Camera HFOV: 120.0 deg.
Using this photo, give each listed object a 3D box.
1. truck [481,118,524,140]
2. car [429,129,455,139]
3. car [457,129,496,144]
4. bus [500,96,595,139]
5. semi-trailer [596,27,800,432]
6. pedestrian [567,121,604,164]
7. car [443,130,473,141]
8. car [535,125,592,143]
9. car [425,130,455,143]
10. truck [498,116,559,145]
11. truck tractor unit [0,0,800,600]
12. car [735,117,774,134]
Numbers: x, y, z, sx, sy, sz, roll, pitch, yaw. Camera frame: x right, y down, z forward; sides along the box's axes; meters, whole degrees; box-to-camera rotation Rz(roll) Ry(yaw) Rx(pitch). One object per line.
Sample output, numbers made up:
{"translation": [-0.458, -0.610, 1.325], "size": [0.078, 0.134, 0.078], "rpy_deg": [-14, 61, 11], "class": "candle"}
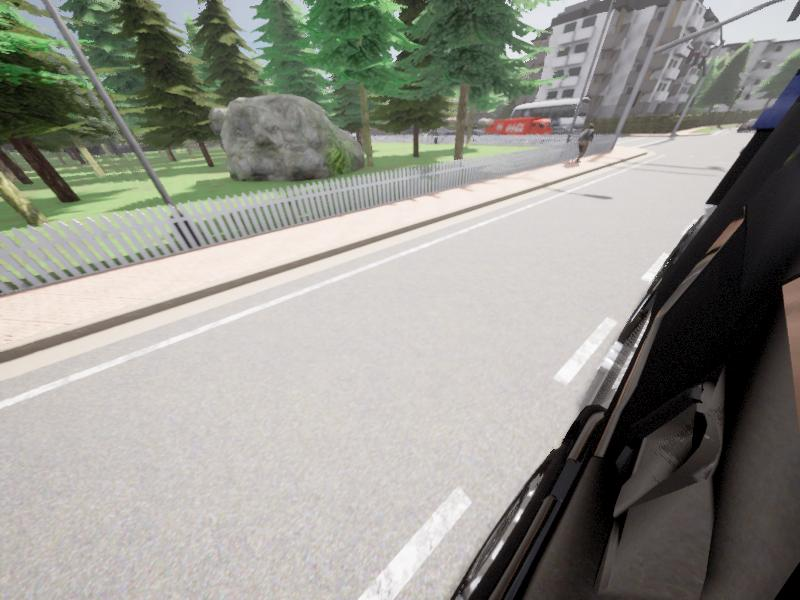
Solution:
{"translation": [15.605, -26.305, 35.644], "size": [2.627, 2.467, 5.204], "rpy_deg": [-25, 40, -27], "class": "truck"}
{"translation": [8.025, -31.946, 44.511], "size": [1.882, 1.535, 5.008], "rpy_deg": [-25, 42, -27], "class": "car"}
{"translation": [10.516, -22.812, 32.180], "size": [1.837, 1.490, 4.892], "rpy_deg": [-25, 42, -27], "class": "car"}
{"translation": [20.852, -26.256, 33.777], "size": [3.944, 4.253, 10.273], "rpy_deg": [-25, 42, -27], "class": "bus"}
{"translation": [8.797, -3.542, 4.119], "size": [14.254, 4.402, 2.717], "rpy_deg": [-27, 43, -29], "class": "semi-trailer"}
{"translation": [9.964, -8.460, 12.452], "size": [0.751, 1.860, 0.751], "rpy_deg": [-26, 43, -28], "class": "pedestrian"}
{"translation": [9.472, -27.135, 38.190], "size": [1.895, 1.301, 4.718], "rpy_deg": [-25, 42, -27], "class": "car"}
{"translation": [19.109, -19.569, 27.257], "size": [2.128, 1.511, 4.902], "rpy_deg": [-25, 42, -27], "class": "car"}
{"translation": [6.306, -26.152, 36.925], "size": [1.837, 1.490, 4.892], "rpy_deg": [-25, 42, -27], "class": "car"}
{"translation": [14.816, -19.774, 27.021], "size": [2.627, 2.467, 5.204], "rpy_deg": [-25, 42, -27], "class": "truck"}
{"translation": [2.645, -0.295, 0.351], "size": [6.516, 4.208, 3.053], "rpy_deg": [-28, 44, -30], "class": "truck tractor unit"}
{"translation": [41.890, -20.668, 27.310], "size": [4.181, 1.385, 1.994], "rpy_deg": [-27, 43, -28], "class": "car"}
